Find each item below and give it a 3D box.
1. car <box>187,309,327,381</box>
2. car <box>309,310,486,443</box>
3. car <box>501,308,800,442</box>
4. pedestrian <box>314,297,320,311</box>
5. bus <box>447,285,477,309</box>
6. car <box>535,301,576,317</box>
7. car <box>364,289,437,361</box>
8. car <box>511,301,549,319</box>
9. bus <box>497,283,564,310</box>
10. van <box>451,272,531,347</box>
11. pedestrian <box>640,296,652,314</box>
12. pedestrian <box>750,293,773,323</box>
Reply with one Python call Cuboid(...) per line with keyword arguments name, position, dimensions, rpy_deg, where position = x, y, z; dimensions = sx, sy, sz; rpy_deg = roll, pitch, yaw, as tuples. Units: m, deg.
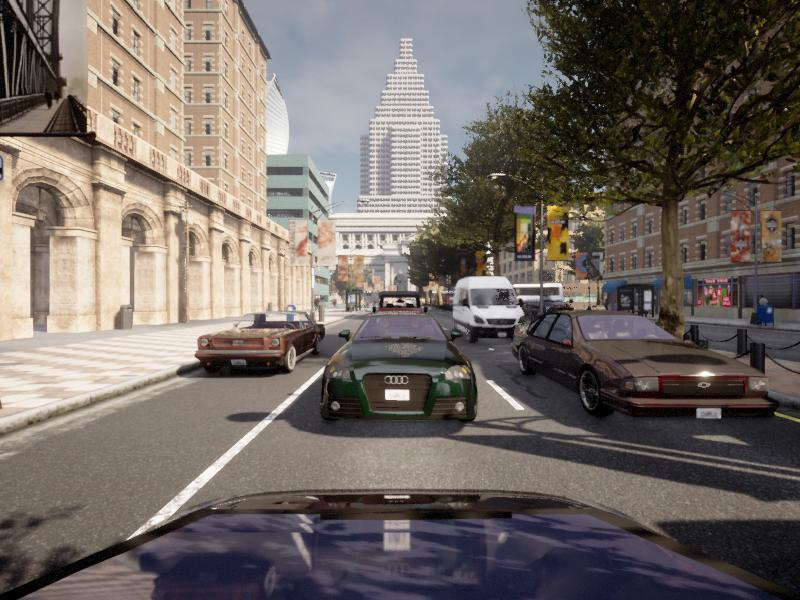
Cuboid(name="car", position=(-3.246, 0.939, 10.223), dimensions=(1.895, 1.301, 4.718), rpy_deg=(0, 0, 0))
Cuboid(name="car", position=(0.010, 0.908, 6.581), dimensions=(1.994, 1.385, 4.181), rpy_deg=(0, 0, 1))
Cuboid(name="car", position=(3.501, 0.895, 7.189), dimensions=(2.033, 1.411, 5.357), rpy_deg=(0, 0, 0))
Cuboid(name="pedestrian", position=(-10.930, 0.486, 52.814), dimensions=(0.751, 1.860, 0.751), rpy_deg=(0, 0, -6))
Cuboid(name="bus", position=(11.401, -0.537, 74.464), dimensions=(3.944, 4.253, 10.273), rpy_deg=(0, 0, 0))
Cuboid(name="car", position=(15.011, 0.826, 39.016), dimensions=(2.038, 1.542, 4.974), rpy_deg=(0, 0, 0))
Cuboid(name="car", position=(0.002, 0.646, 12.323), dimensions=(1.905, 1.878, 3.866), rpy_deg=(0, 0, 0))
Cuboid(name="car", position=(11.510, 0.845, 35.878), dimensions=(1.837, 1.490, 4.892), rpy_deg=(0, 0, 0))
Cuboid(name="bus", position=(21.666, -0.537, 66.543), dimensions=(10.273, 4.253, 3.944), rpy_deg=(0, 0, 23))
Cuboid(name="van", position=(3.503, 0.323, 16.669), dimensions=(1.988, 2.561, 5.915), rpy_deg=(0, 0, 0))
Cuboid(name="pedestrian", position=(24.847, 0.486, 40.337), dimensions=(0.751, 1.860, 0.751), rpy_deg=(0, 0, 2))
Cuboid(name="pedestrian", position=(22.462, 0.486, 24.862), dimensions=(0.751, 1.860, 0.751), rpy_deg=(0, 0, -2))
